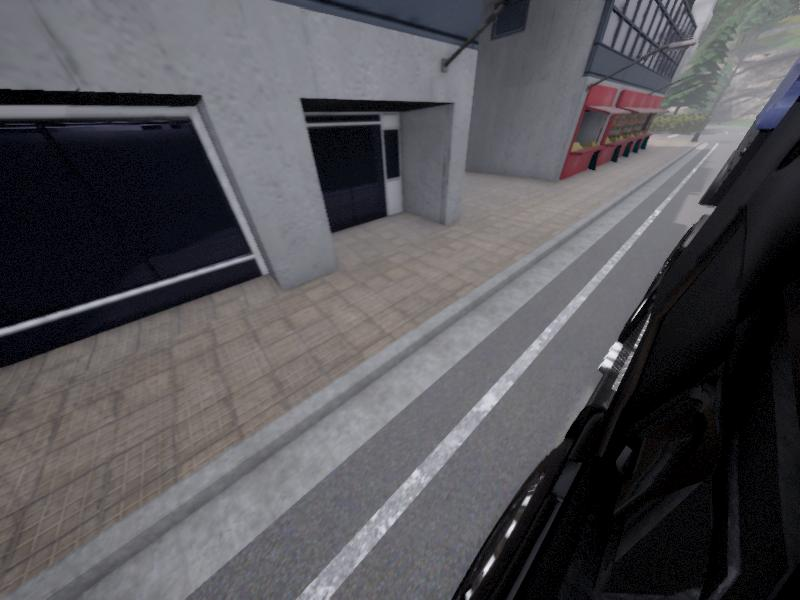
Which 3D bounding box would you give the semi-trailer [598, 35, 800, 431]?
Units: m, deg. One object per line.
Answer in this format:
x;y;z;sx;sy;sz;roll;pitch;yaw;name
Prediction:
8.715;-3.595;4.209;14.254;4.402;2.717;-28;43;-29;semi-trailer

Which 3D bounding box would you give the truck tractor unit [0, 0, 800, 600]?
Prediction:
2.645;-0.295;0.351;6.516;4.208;3.053;-28;44;-30;truck tractor unit

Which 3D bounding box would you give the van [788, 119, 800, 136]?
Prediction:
40.640;-17.398;22.574;4.442;1.987;1.775;-28;43;-31;van
